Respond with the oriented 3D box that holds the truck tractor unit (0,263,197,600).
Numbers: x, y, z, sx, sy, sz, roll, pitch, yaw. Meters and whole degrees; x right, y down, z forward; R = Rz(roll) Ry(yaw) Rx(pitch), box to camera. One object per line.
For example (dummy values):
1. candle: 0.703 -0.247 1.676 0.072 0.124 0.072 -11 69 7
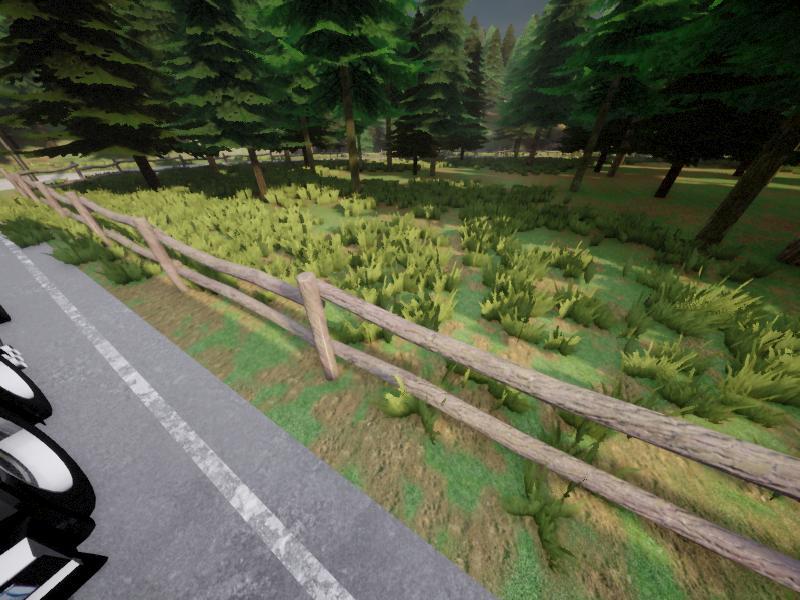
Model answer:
1. truck tractor unit: -5.109 -0.303 0.781 6.516 4.208 3.053 18 39 24
